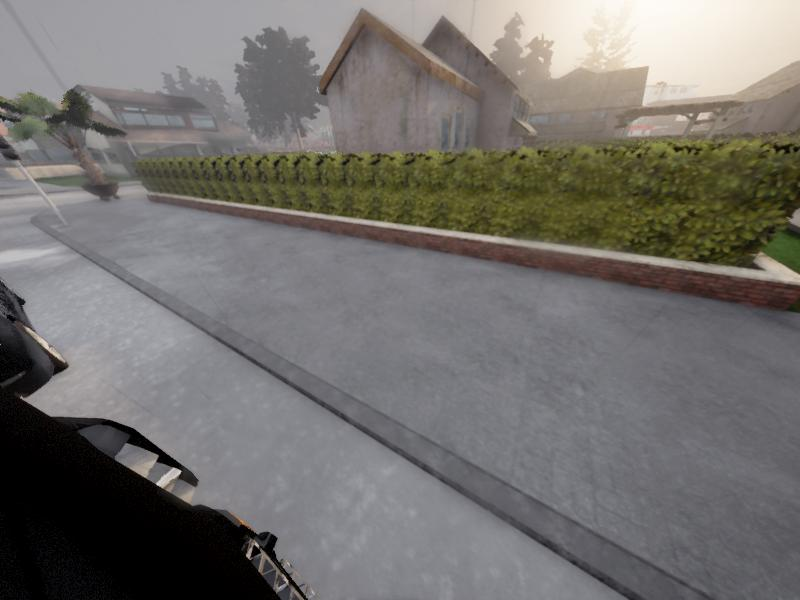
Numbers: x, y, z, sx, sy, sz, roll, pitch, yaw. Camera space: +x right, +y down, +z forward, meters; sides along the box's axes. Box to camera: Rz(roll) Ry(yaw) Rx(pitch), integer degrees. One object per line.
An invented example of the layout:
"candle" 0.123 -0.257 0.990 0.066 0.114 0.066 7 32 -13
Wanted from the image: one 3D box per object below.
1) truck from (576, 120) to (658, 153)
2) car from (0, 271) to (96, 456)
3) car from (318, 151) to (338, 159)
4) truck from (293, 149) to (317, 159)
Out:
"truck" 34.129 -25.940 37.009 8.468 3.827 2.891 16 38 26
"car" -5.890 0.275 2.437 5.008 1.535 1.882 16 38 26
"car" -18.859 -37.902 60.292 4.611 1.667 2.242 16 38 26
"truck" -26.260 -40.296 63.826 6.274 2.098 2.390 16 38 26
